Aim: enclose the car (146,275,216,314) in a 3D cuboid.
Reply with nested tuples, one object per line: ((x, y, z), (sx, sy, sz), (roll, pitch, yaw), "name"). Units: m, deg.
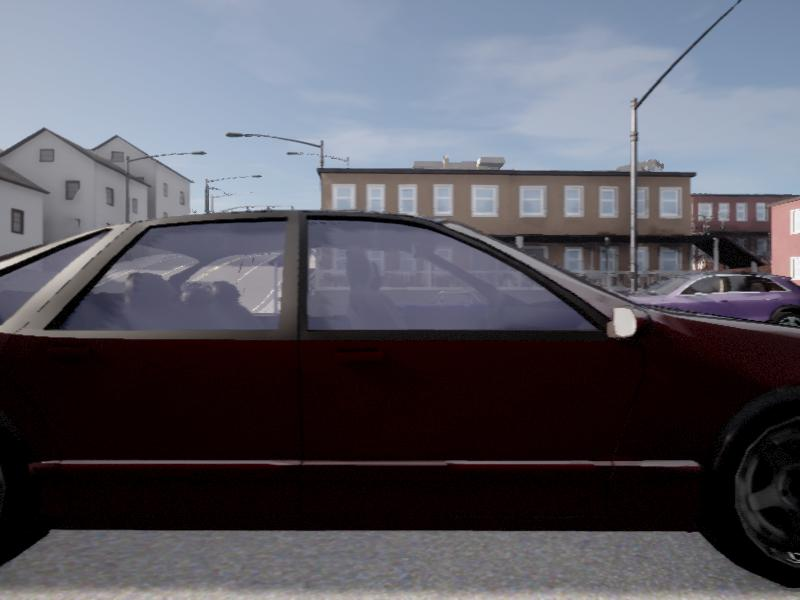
((-14.976, -0.491, 27.770), (2.163, 1.488, 4.792), (0, 17, -1), "car")

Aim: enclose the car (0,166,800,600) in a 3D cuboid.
((-0.261, 0.294, 2.242), (5.357, 1.411, 2.033), (0, 0, 0), "car")

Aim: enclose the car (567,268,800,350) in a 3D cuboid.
((6.700, 0.183, 9.199), (4.856, 1.649, 2.033), (0, 0, 0), "car")

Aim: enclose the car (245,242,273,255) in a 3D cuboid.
((-18.738, -6.901, 53.327), (2.007, 1.525, 4.514), (0, 8, 0), "car")

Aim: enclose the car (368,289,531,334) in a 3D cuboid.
((1.446, 0.344, 12.583), (4.718, 1.301, 1.895), (0, 0, 1), "car")
